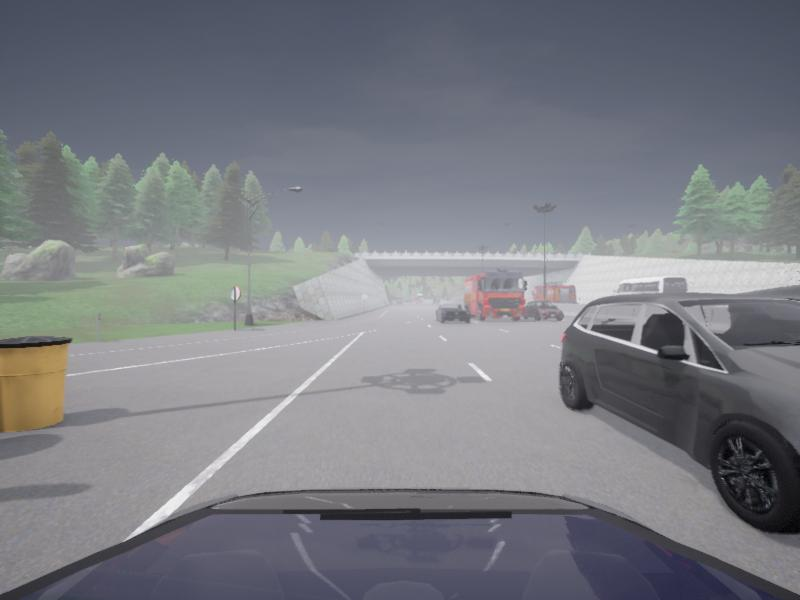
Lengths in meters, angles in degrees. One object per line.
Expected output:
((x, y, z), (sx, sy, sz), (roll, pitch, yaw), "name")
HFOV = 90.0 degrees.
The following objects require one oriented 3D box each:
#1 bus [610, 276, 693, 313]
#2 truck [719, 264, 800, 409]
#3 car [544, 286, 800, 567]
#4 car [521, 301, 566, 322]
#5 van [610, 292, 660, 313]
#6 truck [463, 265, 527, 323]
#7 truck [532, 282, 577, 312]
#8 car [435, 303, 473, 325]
((31.359, -0.641, 50.709), (3.944, 4.253, 10.273), (0, 0, 0), "bus")
((6.994, 0.531, 4.126), (2.390, 2.098, 6.274), (0, 0, 0), "truck")
((3.494, 0.745, 4.292), (2.242, 1.667, 4.611), (0, 0, 0), "car")
((10.488, 0.790, 29.515), (1.816, 1.474, 4.193), (0, 0, 0), "car")
((27.983, 0.275, 47.981), (2.351, 2.431, 6.366), (0, 0, 0), "van")
((6.982, -0.388, 30.758), (2.891, 3.827, 8.468), (0, 0, 0), "truck")
((20.985, -0.438, 54.988), (2.891, 3.827, 8.468), (0, 0, 0), "truck")
((3.488, 0.885, 26.830), (1.895, 1.301, 4.718), (0, 0, 0), "car")
